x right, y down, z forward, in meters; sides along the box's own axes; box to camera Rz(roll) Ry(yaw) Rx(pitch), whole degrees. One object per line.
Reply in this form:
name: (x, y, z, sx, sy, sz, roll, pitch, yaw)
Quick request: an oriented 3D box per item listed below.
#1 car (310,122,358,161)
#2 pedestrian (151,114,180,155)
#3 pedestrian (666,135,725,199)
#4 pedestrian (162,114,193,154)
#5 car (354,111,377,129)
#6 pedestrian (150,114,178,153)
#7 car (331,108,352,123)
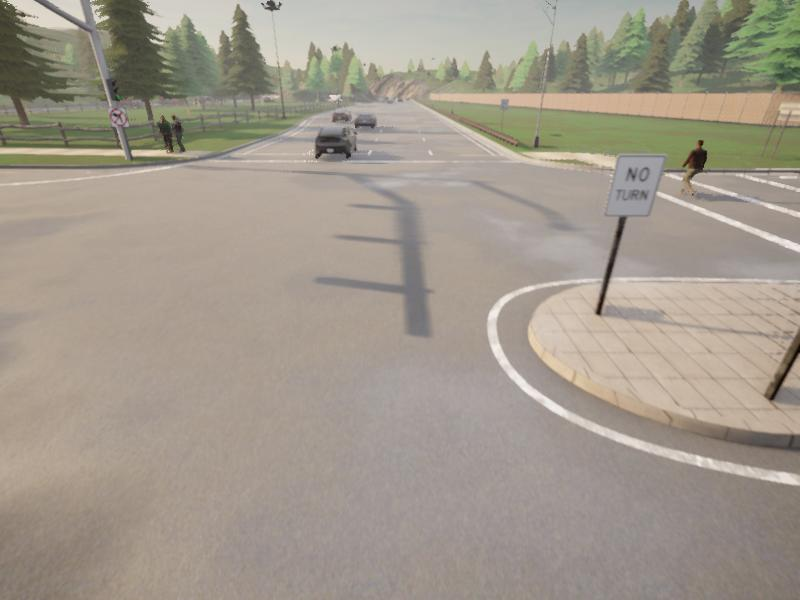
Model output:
car: (-3.482, -8.790, 21.996, 1.837, 1.490, 4.892, 0, 27, 0)
pedestrian: (-12.061, -8.515, 20.605, 0.751, 1.860, 0.751, -21, 34, -35)
pedestrian: (9.498, -4.286, 12.918, 0.751, 1.860, 0.751, -3, 27, -6)
pedestrian: (-11.643, -8.703, 20.974, 0.751, 1.860, 0.751, 18, 32, 30)
car: (-3.467, -18.383, 40.741, 1.994, 1.385, 4.181, 0, 27, 0)
pedestrian: (-12.485, -8.830, 21.214, 0.751, 1.860, 0.751, -9, 29, -18)
car: (-6.961, -22.093, 47.824, 1.812, 1.442, 4.674, 0, 27, 0)
